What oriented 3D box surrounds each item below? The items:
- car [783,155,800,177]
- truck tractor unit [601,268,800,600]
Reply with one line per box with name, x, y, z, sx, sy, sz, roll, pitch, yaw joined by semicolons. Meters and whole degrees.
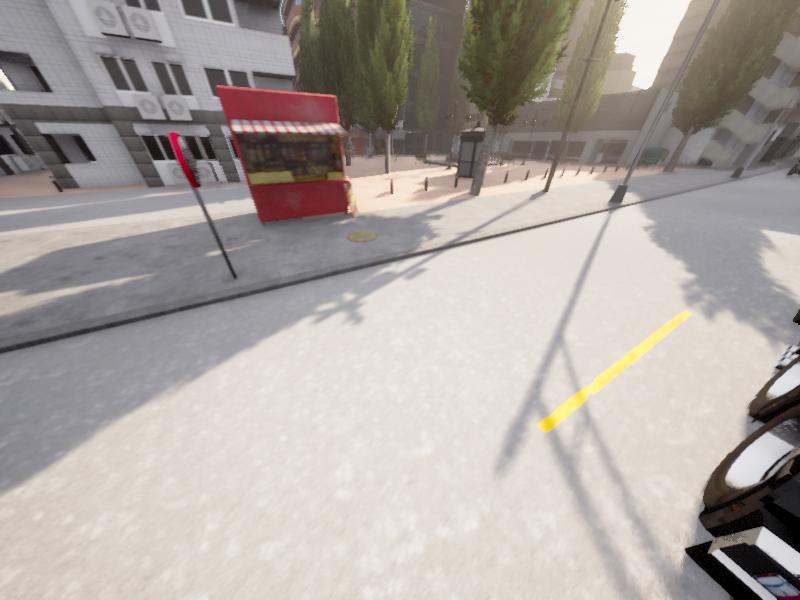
car;33.539;-10.815;18.533;4.514;1.525;2.007;-18;39;-24
truck tractor unit;5.118;-0.293;0.774;6.516;4.208;3.053;-18;39;-24
